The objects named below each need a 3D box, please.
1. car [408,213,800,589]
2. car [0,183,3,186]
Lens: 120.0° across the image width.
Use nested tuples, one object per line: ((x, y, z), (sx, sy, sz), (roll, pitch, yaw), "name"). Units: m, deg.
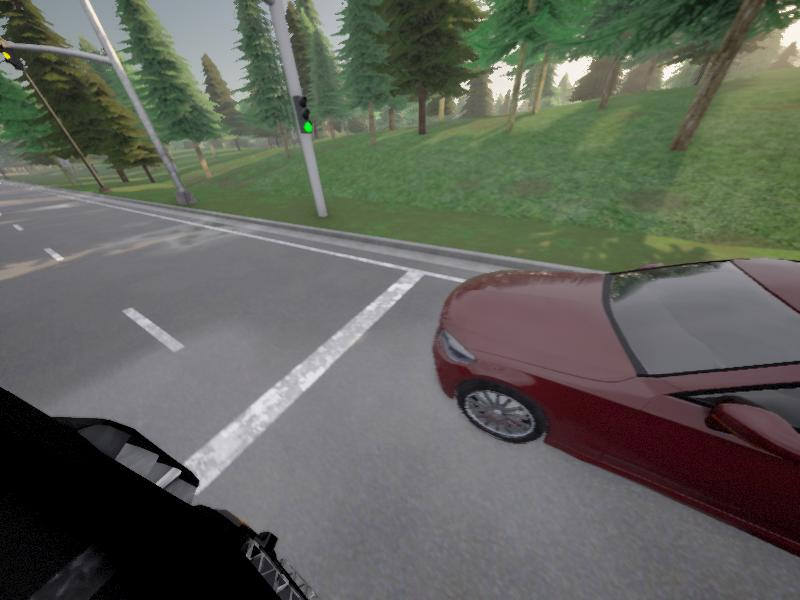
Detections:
((2.557, 0.549, 1.618), (4.674, 1.442, 1.812), (16, 38, 26), "car")
((-59.045, -16.980, 32.712), (5.238, 1.638, 1.930), (16, 38, 26), "car")
